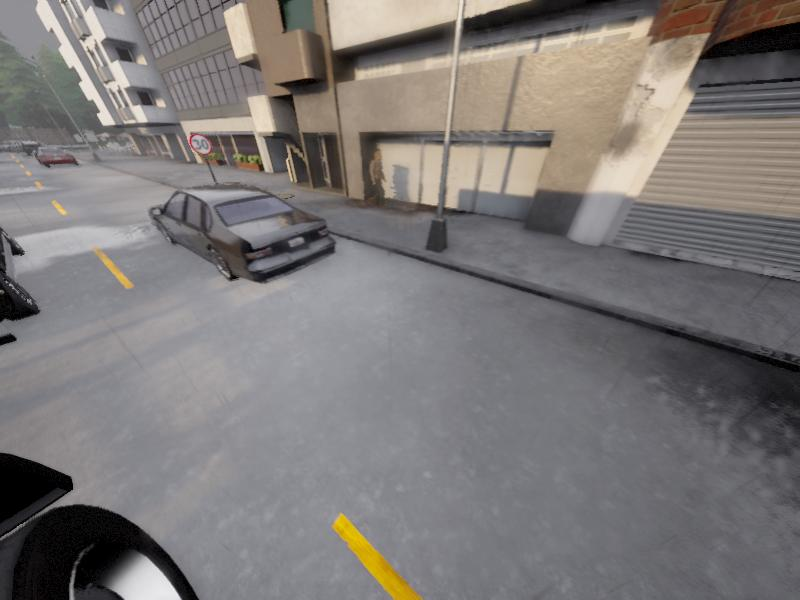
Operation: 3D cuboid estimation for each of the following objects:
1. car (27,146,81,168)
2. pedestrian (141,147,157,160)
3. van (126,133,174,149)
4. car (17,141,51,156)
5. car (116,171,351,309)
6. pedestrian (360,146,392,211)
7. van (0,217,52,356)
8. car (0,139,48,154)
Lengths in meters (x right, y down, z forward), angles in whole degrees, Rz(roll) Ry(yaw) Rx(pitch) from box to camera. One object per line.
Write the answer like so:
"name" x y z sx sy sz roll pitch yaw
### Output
"car" -30.783 -12.785 20.560 4.181 1.385 1.994 22 41 28
"pedestrian" -27.047 -15.782 24.897 0.500 1.100 0.500 6 36 8
"van" -51.446 -32.851 47.800 1.988 2.561 5.915 22 40 28
"car" -49.382 -20.525 31.252 4.892 1.490 1.837 25 42 31
"car" -3.843 -1.804 5.220 5.357 1.411 2.033 22 41 28
"pedestrian" -0.796 -4.202 8.018 0.751 1.860 0.751 13 37 17
"van" -7.806 -1.077 3.155 5.915 2.561 1.988 23 41 27
"car" -57.669 -23.100 34.716 2.152 1.651 5.027 -4 36 -6
